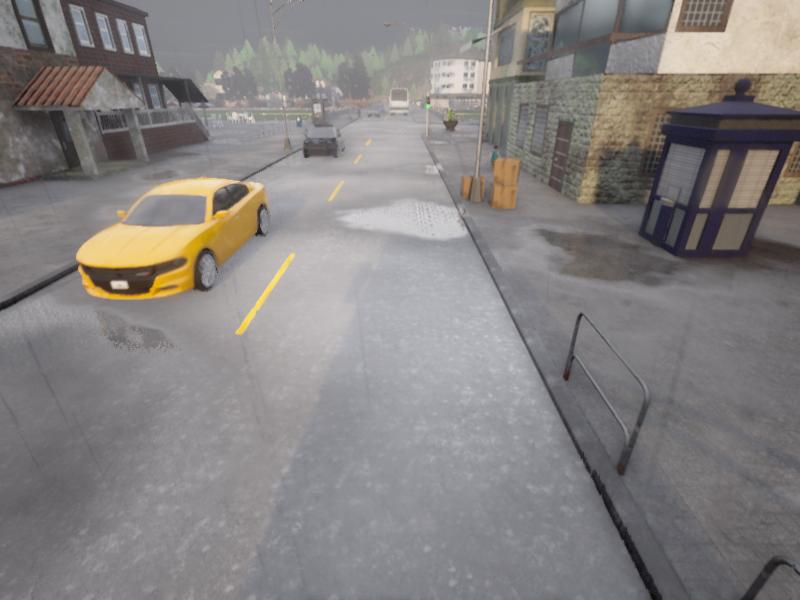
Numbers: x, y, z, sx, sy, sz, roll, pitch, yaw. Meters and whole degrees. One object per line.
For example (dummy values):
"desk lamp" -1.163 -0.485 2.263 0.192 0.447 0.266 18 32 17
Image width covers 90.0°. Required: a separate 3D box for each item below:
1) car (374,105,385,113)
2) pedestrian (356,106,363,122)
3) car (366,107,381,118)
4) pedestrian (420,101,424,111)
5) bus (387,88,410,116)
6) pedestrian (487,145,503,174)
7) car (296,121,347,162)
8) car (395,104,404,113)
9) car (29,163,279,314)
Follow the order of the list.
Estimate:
"car" -4.067 -39.104 81.836 2.007 1.525 4.514 0 27 0
"pedestrian" -5.386 -24.706 53.080 0.751 1.860 0.751 -2 27 -3
"car" -4.105 -29.770 63.557 2.033 1.411 5.357 0 27 0
"pedestrian" 4.989 -43.574 89.881 0.751 1.860 0.751 2 27 3
"bus" -0.217 -35.717 72.095 3.944 4.253 10.273 0 27 0
"pedestrian" 3.950 -5.878 16.739 0.500 1.100 0.500 4 27 7
"car" -4.306 -9.164 22.875 1.930 1.638 5.238 0 28 -1
"car" -0.067 -39.627 82.808 1.837 1.490 4.892 0 27 0
"car" -4.213 -1.608 8.159 1.882 1.535 5.008 0 27 1
